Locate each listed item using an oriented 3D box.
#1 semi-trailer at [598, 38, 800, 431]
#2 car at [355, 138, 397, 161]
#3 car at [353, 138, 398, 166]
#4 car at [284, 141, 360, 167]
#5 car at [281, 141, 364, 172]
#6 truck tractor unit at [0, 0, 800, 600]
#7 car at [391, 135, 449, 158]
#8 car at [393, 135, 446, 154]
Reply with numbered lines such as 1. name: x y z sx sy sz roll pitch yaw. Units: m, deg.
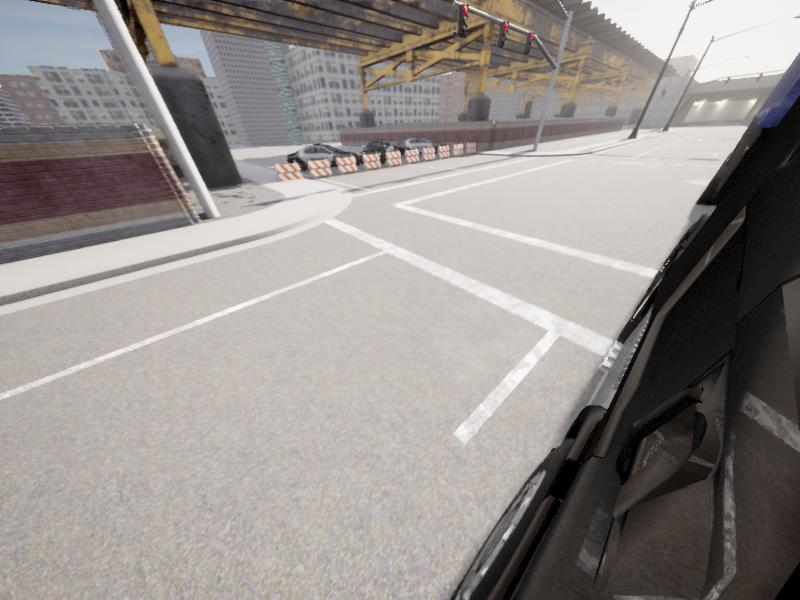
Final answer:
1. semi-trailer: 8.697 -3.591 4.247 14.254 4.402 2.717 -28 43 -30
2. car: -1.762 -12.159 18.559 1.853 1.218 4.536 6 38 12
3. car: -1.767 -12.002 18.612 2.038 1.542 4.974 6 38 12
4. car: -5.346 -10.250 16.217 4.536 1.218 1.853 0 37 4
5. car: -5.288 -10.124 16.307 4.974 1.542 2.038 0 37 4
6. truck tractor unit: 2.645 -0.295 0.351 6.516 4.208 3.053 -28 44 -30
7. car: 1.833 -14.529 21.786 4.974 1.542 2.038 -9 37 -8
8. car: 1.777 -14.647 21.685 4.536 1.218 1.853 -9 37 -8
